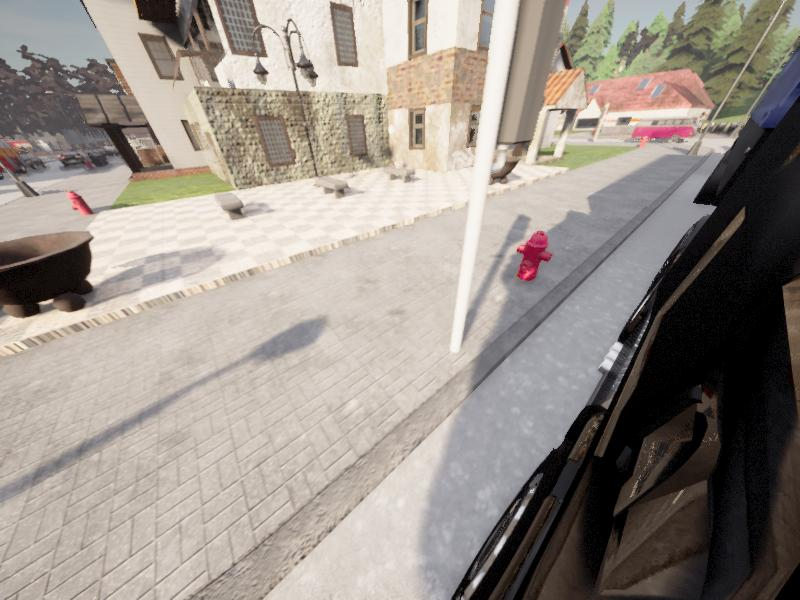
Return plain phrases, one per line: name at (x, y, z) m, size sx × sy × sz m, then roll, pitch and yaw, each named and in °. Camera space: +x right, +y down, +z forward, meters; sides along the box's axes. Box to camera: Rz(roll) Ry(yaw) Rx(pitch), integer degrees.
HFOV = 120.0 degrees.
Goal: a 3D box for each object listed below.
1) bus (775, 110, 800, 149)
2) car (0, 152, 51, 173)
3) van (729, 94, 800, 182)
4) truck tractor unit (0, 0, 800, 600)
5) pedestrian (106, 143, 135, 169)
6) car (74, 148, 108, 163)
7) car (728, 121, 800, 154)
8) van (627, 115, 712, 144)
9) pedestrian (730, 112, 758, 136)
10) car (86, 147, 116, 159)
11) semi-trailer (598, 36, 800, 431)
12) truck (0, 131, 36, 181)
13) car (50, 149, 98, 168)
bus at (28.363, -11.367, 13.425) m, size 3.944 × 4.253 × 10.273 m, roll 28°, pitch 46°, yaw 34°
car at (-40.823, -14.955, 24.996) m, size 2.163 × 1.488 × 4.792 m, roll -28°, pitch 44°, yaw -30°
van at (16.489, -6.850, 9.612) m, size 5.915 × 2.561 × 1.988 m, roll -27°, pitch 44°, yaw -29°
truck tractor unit at (2.645, -0.295, 0.351) m, size 6.516 × 4.208 × 3.053 m, roll -28°, pitch 44°, yaw -30°
pedestrian at (-24.496, -12.627, 20.306) m, size 0.751 × 1.860 × 0.751 m, roll -28°, pitch 43°, yaw -29°
car at (-43.321, -20.372, 32.473) m, size 1.994 × 1.385 × 4.181 m, roll -29°, pitch 44°, yaw -30°
car at (23.301, -10.443, 14.782) m, size 1.789 × 1.549 × 3.705 m, roll 27°, pitch 46°, yaw 34°
van at (24.712, -15.808, 21.481) m, size 1.775 × 1.987 × 4.442 m, roll -21°, pitch 40°, yaw -23°
pedestrian at (34.422, -17.610, 23.145) m, size 0.751 × 1.860 × 0.751 m, roll -29°, pitch 44°, yaw -30°
car at (-48.777, -24.123, 37.806) m, size 2.033 × 1.411 × 5.357 m, roll -28°, pitch 44°, yaw -30°
semi-trailer at (8.657, -3.638, 4.260) m, size 14.254 × 4.402 × 2.717 m, roll -29°, pitch 44°, yaw -30°
truck at (-35.278, -12.048, 18.807) m, size 2.891 × 3.827 × 8.468 m, roll -28°, pitch 44°, yaw -30°
car at (-37.691, -16.564, 26.899) m, size 2.038 × 1.542 × 4.974 m, roll -28°, pitch 44°, yaw -30°
